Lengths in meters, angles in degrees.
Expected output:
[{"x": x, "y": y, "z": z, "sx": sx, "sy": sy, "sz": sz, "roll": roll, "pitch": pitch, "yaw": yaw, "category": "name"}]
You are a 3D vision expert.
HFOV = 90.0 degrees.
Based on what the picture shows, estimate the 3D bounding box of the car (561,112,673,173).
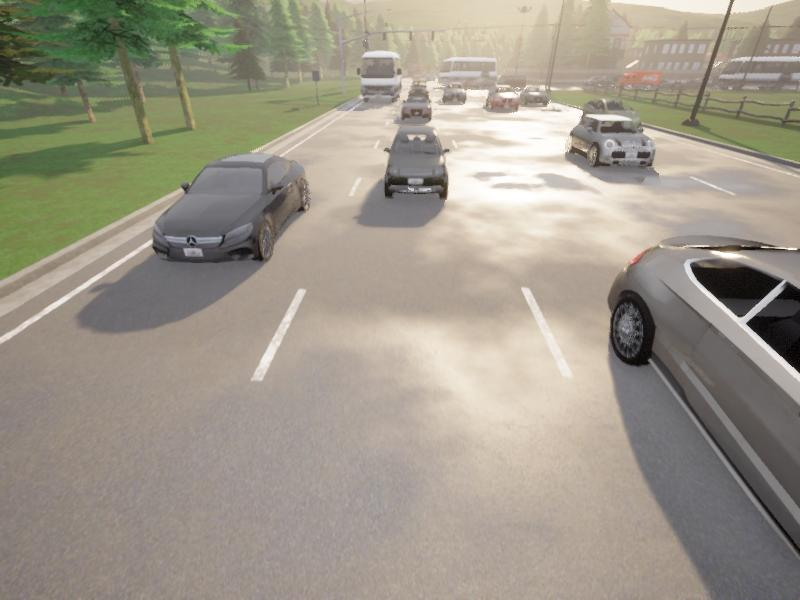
[{"x": 7.596, "y": -5.830, "z": 14.539, "sx": 1.970, "sy": 1.475, "sz": 3.806, "roll": 1, "pitch": 30, "yaw": 2, "category": "car"}]

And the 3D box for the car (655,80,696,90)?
[{"x": 42.466, "y": -33.292, "z": 61.801, "sx": 4.718, "sy": 1.301, "sz": 1.895, "roll": 1, "pitch": 30, "yaw": 1, "category": "car"}]

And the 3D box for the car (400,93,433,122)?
[{"x": 1.109, "y": -12.782, "z": 26.512, "sx": 1.994, "sy": 1.385, "sz": 4.181, "roll": 1, "pitch": 30, "yaw": 2, "category": "car"}]

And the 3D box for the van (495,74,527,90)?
[{"x": 16.573, "y": -32.487, "z": 59.653, "sx": 4.442, "sy": 1.987, "sz": 1.775, "roll": -17, "pitch": 34, "yaw": -27, "category": "van"}]

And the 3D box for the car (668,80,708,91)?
[{"x": 42.264, "y": -31.558, "z": 58.762, "sx": 4.181, "sy": 1.385, "sz": 1.994, "roll": 1, "pitch": 30, "yaw": 2, "category": "car"}]

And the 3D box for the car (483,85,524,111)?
[{"x": 8.392, "y": -16.640, "z": 32.835, "sx": 2.242, "sy": 1.667, "sz": 4.611, "roll": 1, "pitch": 30, "yaw": 2, "category": "car"}]

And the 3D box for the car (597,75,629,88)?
[{"x": 34.525, "y": -35.448, "z": 64.872, "sx": 3.866, "sy": 1.878, "sz": 1.905, "roll": 1, "pitch": 30, "yaw": 1, "category": "car"}]

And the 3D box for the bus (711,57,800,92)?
[{"x": 52.157, "y": -32.579, "z": 57.688, "sx": 10.273, "sy": 4.253, "sz": 3.944, "roll": 1, "pitch": 30, "yaw": 1, "category": "bus"}]

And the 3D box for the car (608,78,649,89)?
[{"x": 35.309, "y": -33.504, "z": 61.924, "sx": 4.902, "sy": 1.511, "sz": 2.128, "roll": 1, "pitch": 30, "yaw": 1, "category": "car"}]

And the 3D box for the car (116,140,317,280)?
[{"x": -3.192, "y": -2.155, "z": 8.251, "sx": 1.812, "sy": 1.442, "sz": 4.674, "roll": 1, "pitch": 30, "yaw": 2, "category": "car"}]

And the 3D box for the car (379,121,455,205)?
[{"x": 0.469, "y": -4.022, "z": 11.344, "sx": 1.789, "sy": 1.549, "sz": 3.705, "roll": 1, "pitch": 30, "yaw": 2, "category": "car"}]

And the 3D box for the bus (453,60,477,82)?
[{"x": 14.456, "y": -51.812, "z": 90.448, "sx": 3.944, "sy": 4.253, "sz": 10.273, "roll": 1, "pitch": 30, "yaw": 1, "category": "bus"}]

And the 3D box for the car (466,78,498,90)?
[{"x": 12.483, "y": -32.918, "z": 60.874, "sx": 4.792, "sy": 1.488, "sz": 2.163, "roll": -24, "pitch": 38, "yaw": -35, "category": "car"}]

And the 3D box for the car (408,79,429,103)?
[{"x": 1.826, "y": -20.611, "z": 39.386, "sx": 1.905, "sy": 1.878, "sz": 3.866, "roll": 2, "pitch": 30, "yaw": 4, "category": "car"}]

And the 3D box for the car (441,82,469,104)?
[{"x": 5.192, "y": -19.943, "z": 38.473, "sx": 2.242, "sy": 1.667, "sz": 4.611, "roll": 2, "pitch": 30, "yaw": 3, "category": "car"}]

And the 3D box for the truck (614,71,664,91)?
[{"x": 34.976, "y": -32.158, "z": 58.667, "sx": 5.204, "sy": 2.467, "sz": 2.627, "roll": 1, "pitch": 30, "yaw": 1, "category": "truck"}]

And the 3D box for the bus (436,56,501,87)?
[{"x": 11.453, "y": -38.188, "z": 67.140, "sx": 10.273, "sy": 4.253, "sz": 3.944, "roll": -15, "pitch": 32, "yaw": -25, "category": "bus"}]

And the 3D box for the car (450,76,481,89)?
[{"x": 10.341, "y": -34.308, "z": 63.057, "sx": 4.611, "sy": 1.667, "sz": 2.242, "roll": -25, "pitch": 38, "yaw": -36, "category": "car"}]

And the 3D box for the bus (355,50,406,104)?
[{"x": -1.608, "y": -22.473, "z": 40.219, "sx": 3.944, "sy": 4.253, "sz": 10.273, "roll": 2, "pitch": 30, "yaw": 3, "category": "bus"}]

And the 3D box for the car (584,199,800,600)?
[{"x": 3.614, "y": 0.767, "z": 3.101, "sx": 2.152, "sy": 1.651, "sz": 5.027, "roll": 1, "pitch": 30, "yaw": 2, "category": "car"}]

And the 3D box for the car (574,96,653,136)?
[{"x": 11.410, "y": -10.108, "z": 21.819, "sx": 2.007, "sy": 1.525, "sz": 4.514, "roll": 1, "pitch": 30, "yaw": 2, "category": "car"}]

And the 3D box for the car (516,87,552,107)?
[{"x": 12.105, "y": -18.518, "z": 36.360, "sx": 1.994, "sy": 1.385, "sz": 4.181, "roll": 2, "pitch": 30, "yaw": 3, "category": "car"}]

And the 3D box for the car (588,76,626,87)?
[{"x": 35.070, "y": -37.096, "z": 67.957, "sx": 5.027, "sy": 1.651, "sz": 2.152, "roll": 1, "pitch": 30, "yaw": 1, "category": "car"}]

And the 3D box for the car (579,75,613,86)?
[{"x": 34.703, "y": -38.886, "z": 70.969, "sx": 4.611, "sy": 1.667, "sz": 2.242, "roll": 1, "pitch": 30, "yaw": 1, "category": "car"}]
